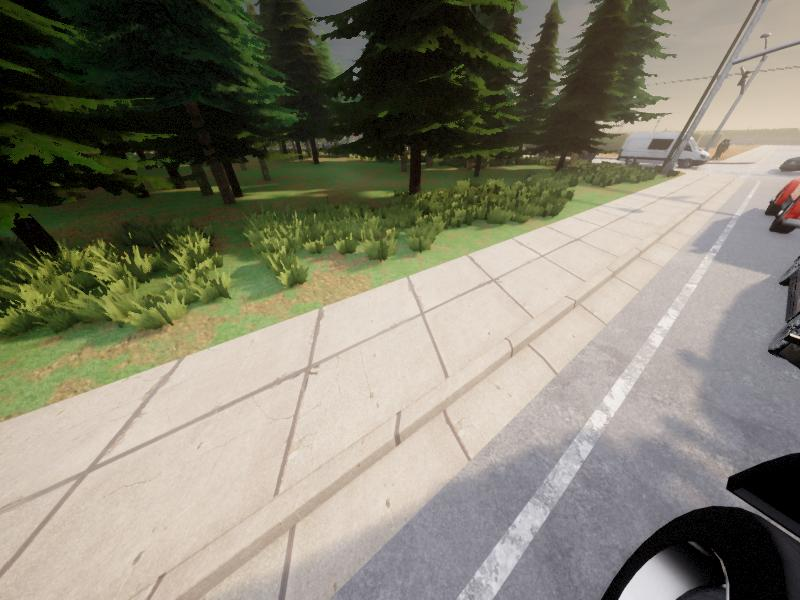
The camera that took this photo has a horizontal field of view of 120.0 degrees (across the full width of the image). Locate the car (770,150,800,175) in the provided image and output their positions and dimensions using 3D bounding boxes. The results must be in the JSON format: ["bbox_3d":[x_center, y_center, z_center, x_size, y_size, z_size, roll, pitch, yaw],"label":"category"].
[{"bbox_3d":[30.315,-9.610,16.184,4.181,1.385,1.994,10,37,15],"label":"car"}]

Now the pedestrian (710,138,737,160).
[{"bbox_3d":[33.562,-15.660,24.004,0.751,1.860,0.751,22,41,28],"label":"pedestrian"}]

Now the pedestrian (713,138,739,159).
[{"bbox_3d":[35.411,-16.454,25.118,0.751,1.860,0.751,21,40,27],"label":"pedestrian"}]

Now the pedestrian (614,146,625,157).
[{"bbox_3d":[26.862,-18.152,28.284,0.500,1.100,0.500,-21,40,-27],"label":"pedestrian"}]

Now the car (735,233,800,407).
[{"bbox_3d":[6.439,-0.041,2.635,4.902,1.511,2.128,-22,41,-28],"label":"car"}]

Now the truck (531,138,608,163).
[{"bbox_3d":[18.768,-16.914,26.020,2.390,2.098,6.274,-22,41,-28],"label":"truck"}]

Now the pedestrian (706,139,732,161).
[{"bbox_3d":[32.216,-15.171,23.327,0.751,1.860,0.751,-27,43,-32],"label":"pedestrian"}]

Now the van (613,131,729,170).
[{"bbox_3d":[23.410,-13.282,20.454,1.988,2.561,5.915,-22,41,-28],"label":"van"}]

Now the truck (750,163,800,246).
[{"bbox_3d":[12.430,-3.015,5.963,5.204,2.467,2.627,-23,41,-28],"label":"truck"}]
